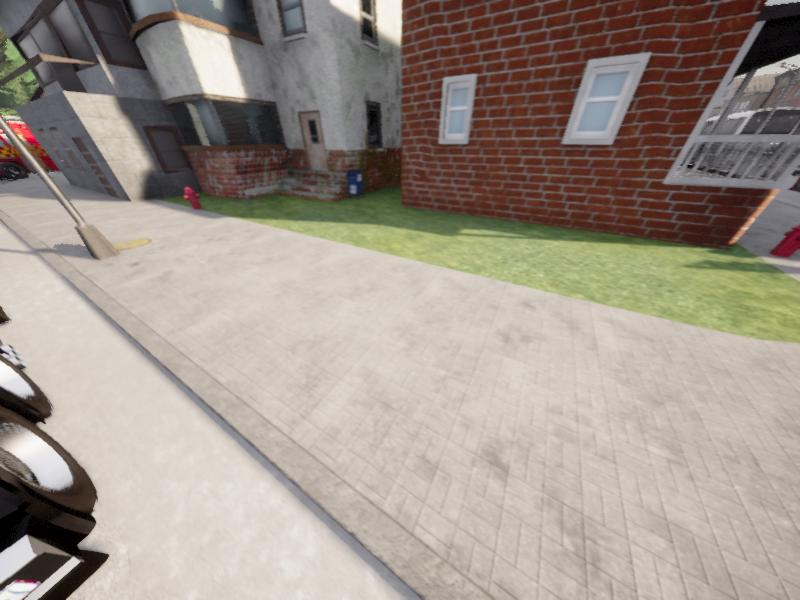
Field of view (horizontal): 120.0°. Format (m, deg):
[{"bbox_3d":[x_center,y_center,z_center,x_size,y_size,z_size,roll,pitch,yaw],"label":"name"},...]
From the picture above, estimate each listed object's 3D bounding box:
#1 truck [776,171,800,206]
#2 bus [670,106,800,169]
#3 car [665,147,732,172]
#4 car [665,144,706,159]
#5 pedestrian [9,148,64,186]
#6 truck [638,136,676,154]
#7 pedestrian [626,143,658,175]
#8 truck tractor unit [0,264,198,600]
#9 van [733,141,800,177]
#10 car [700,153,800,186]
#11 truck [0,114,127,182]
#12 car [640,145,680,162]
[{"bbox_3d":[16.011,-3.605,5.688,2.891,3.827,8.468,18,39,24],"label":"truck"},{"bbox_3d":[32.905,-16.136,23.165,3.944,4.253,10.273,18,39,24],"label":"bus"},{"bbox_3d":[25.812,-12.400,20.237,1.882,1.535,5.008,18,39,24],"label":"car"},{"bbox_3d":[37.984,-19.916,30.934,2.007,1.525,4.514,18,39,24],"label":"car"},{"bbox_3d":[-21.024,-7.721,13.425,0.751,1.860,0.751,-21,40,-27],"label":"pedestrian"},{"bbox_3d":[45.451,-27.600,41.080,2.627,2.467,5.204,17,38,23],"label":"truck"},{"bbox_3d":[16.988,-9.955,16.298,0.751,1.860,0.751,17,39,24],"label":"pedestrian"},{"bbox_3d":[-5.116,-0.296,0.776,6.516,4.208,3.053,18,39,24],"label":"truck tractor unit"},{"bbox_3d":[28.459,-10.666,17.282,2.069,2.038,4.480,18,39,24],"label":"van"},{"bbox_3d":[21.897,-8.436,14.725,1.994,1.385,4.181,18,39,25],"label":"car"},{"bbox_3d":[-28.236,-11.721,17.757,2.891,3.827,8.468,5,35,8],"label":"truck"},{"bbox_3d":[31.241,-17.775,27.951,1.837,1.490,4.892,18,39,24],"label":"car"}]
